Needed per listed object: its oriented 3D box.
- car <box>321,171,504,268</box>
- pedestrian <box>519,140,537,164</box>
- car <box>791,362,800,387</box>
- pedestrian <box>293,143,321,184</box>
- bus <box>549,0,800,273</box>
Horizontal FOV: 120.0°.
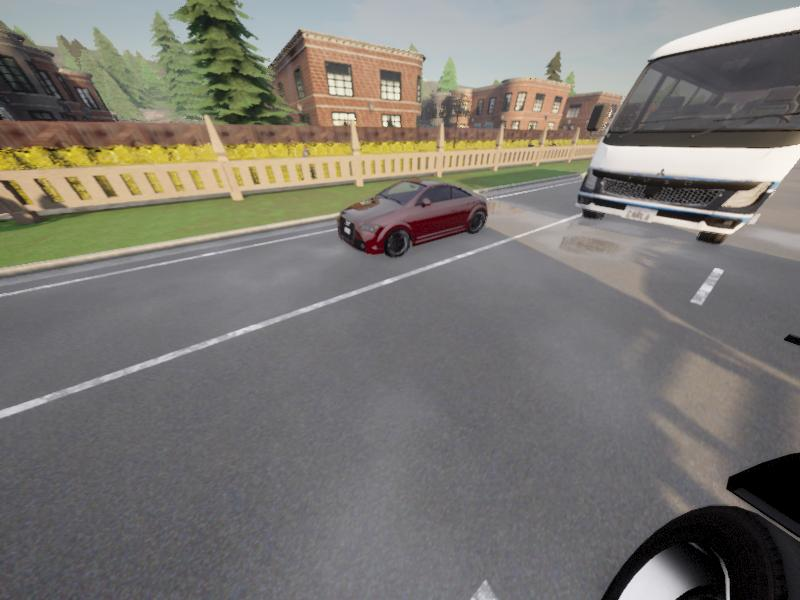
[{"bbox_3d":[0.421,-2.397,6.131,4.181,1.385,1.994,-22,40,-27],"label":"car"},{"bbox_3d":[11.815,-13.729,21.397,0.751,1.860,0.751,-22,41,-28],"label":"pedestrian"},{"bbox_3d":[6.998,0.135,2.356,4.902,1.511,2.128,-18,39,-24],"label":"car"},{"bbox_3d":[-5.047,-7.439,12.604,0.751,1.860,0.751,-27,43,-33],"label":"pedestrian"},{"bbox_3d":[10.034,-4.889,7.086,10.273,4.253,3.944,-22,40,-27],"label":"bus"}]
